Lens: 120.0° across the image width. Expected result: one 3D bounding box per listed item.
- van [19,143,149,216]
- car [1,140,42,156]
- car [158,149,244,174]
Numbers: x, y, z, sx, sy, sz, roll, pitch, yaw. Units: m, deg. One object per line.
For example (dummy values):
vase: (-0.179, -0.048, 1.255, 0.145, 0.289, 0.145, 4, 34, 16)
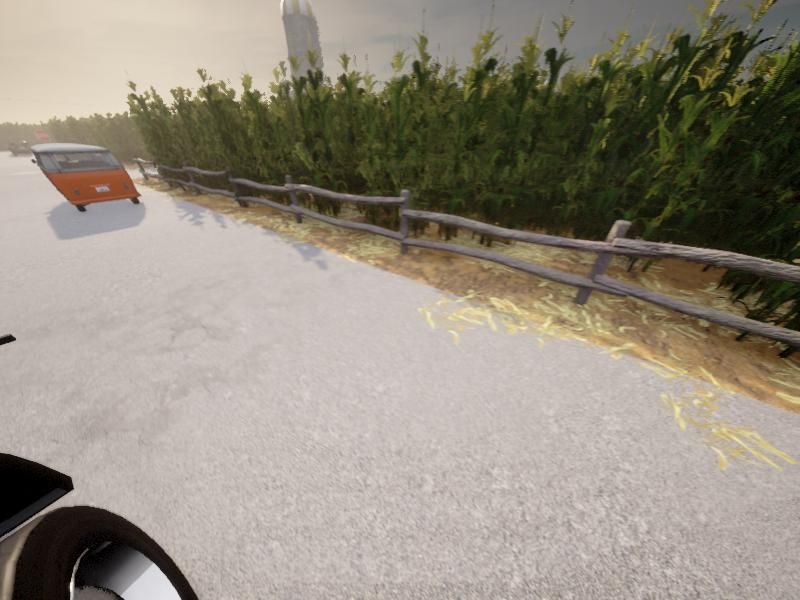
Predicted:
van: (-12.125, -4.802, 8.891, 4.442, 1.987, 1.775, 22, 41, 28)
car: (-51.183, -20.570, 31.266, 4.611, 1.667, 2.242, 22, 41, 28)
car: (-15.709, -11.207, 18.540, 1.895, 1.301, 4.718, 22, 41, 28)
